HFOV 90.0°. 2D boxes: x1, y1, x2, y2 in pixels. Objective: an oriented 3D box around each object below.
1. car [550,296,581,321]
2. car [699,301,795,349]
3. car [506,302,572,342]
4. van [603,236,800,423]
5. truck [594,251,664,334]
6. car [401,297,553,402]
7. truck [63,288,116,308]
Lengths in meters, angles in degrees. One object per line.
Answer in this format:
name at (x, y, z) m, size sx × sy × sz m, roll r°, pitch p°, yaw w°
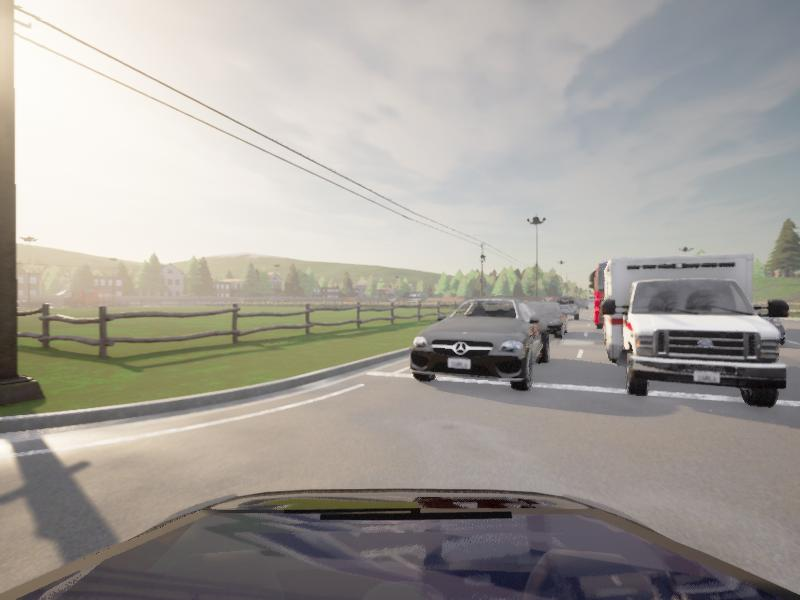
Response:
car at (13.232, 0.635, 31.841) m, size 1.932 × 1.855 × 4.605 m, roll 0°, pitch 0°, yaw 26°
car at (12.722, 0.819, 14.942) m, size 1.845 × 1.501 × 3.633 m, roll 0°, pitch 0°, yaw 26°
car at (6.284, 0.841, 17.711) m, size 2.163 × 1.488 × 4.792 m, roll 0°, pitch 0°, yaw 26°
van at (5.688, 0.374, 8.488) m, size 2.351 × 2.431 × 6.366 m, roll 0°, pitch 0°, yaw 26°
truck at (12.692, -0.331, 22.819) m, size 2.891 × 3.827 × 8.468 m, roll 0°, pitch 0°, yaw 26°
car at (2.074, 0.774, 9.000) m, size 2.152 × 1.651 × 5.027 m, roll 0°, pitch 0°, yaw 25°
truck at (-65.021, -0.405, 84.029) m, size 2.891 × 3.827 × 8.468 m, roll 0°, pitch 0°, yaw 26°
